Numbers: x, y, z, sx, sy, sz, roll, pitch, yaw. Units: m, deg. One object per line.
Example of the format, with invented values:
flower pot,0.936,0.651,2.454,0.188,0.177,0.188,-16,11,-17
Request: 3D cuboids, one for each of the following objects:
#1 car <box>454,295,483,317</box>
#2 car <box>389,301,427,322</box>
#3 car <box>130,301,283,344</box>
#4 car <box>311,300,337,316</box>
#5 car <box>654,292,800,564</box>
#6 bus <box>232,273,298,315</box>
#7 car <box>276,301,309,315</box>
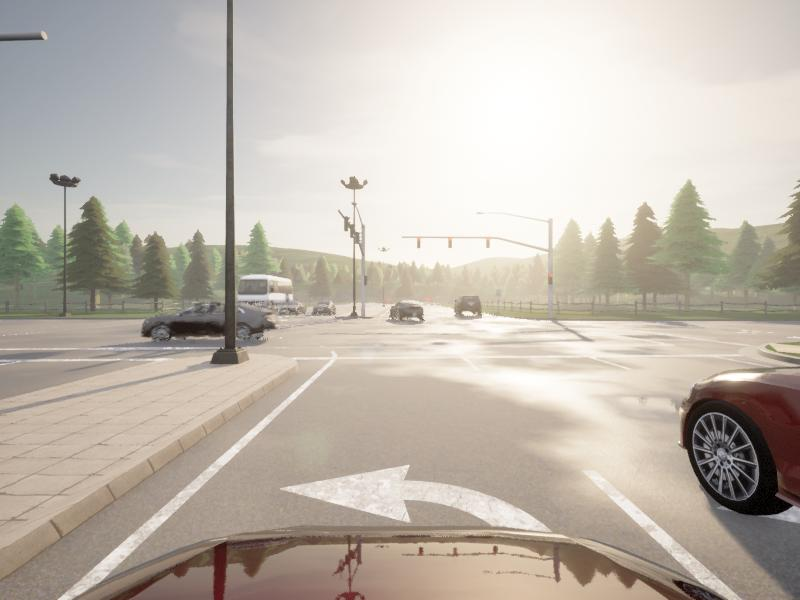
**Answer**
car,6.837,0.532,40.396,2.150,2.045,5.566,0,0,2
car,0.510,0.817,31.172,1.837,1.490,4.892,-1,0,-13
car,-7.253,0.821,15.472,4.902,1.511,2.128,0,0,-3
car,-7.991,0.806,42.499,1.837,1.490,4.892,0,0,0
car,3.500,0.779,1.307,2.152,1.651,5.027,0,0,0
bus,-14.869,-0.572,45.264,3.944,4.253,10.273,0,0,0
car,-11.492,0.857,43.184,2.033,1.411,5.357,0,0,0
